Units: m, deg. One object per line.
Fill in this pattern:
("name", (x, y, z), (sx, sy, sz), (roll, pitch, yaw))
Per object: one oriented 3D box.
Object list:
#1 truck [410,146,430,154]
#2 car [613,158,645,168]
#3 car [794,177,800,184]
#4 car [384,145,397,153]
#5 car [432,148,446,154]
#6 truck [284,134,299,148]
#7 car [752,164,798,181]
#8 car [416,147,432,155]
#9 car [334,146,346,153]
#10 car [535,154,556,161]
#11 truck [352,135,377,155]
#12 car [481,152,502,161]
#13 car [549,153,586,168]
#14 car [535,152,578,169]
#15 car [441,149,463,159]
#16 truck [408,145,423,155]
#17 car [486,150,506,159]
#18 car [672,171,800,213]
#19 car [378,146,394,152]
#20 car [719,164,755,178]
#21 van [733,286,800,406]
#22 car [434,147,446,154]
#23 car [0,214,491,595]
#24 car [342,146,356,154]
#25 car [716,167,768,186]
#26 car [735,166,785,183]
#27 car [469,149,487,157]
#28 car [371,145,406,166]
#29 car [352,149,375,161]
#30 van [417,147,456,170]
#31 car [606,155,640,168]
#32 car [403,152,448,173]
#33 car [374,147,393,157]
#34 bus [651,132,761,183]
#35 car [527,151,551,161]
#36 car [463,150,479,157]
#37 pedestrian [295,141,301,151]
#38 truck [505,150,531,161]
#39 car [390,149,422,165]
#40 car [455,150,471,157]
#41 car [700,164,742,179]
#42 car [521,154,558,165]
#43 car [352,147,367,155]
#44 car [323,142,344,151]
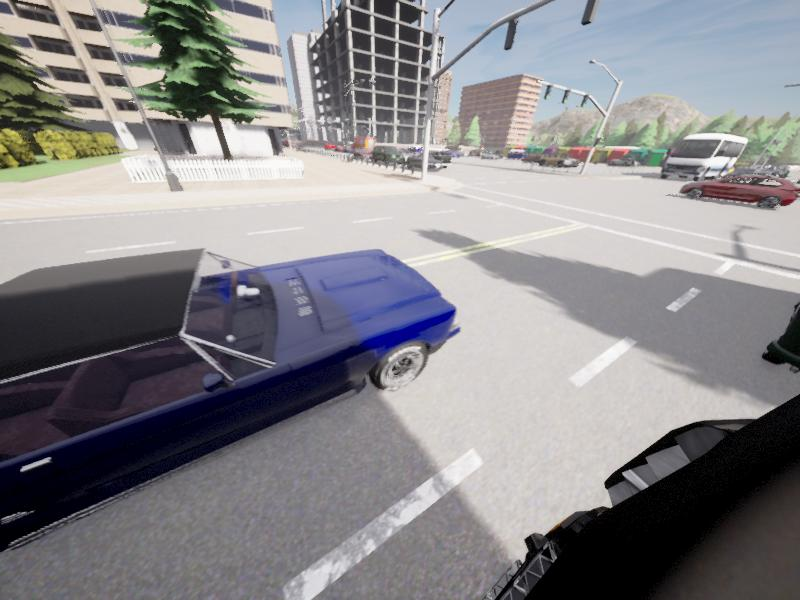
("truck", (6.872, -51.935, 79.833), (6.274, 2.098, 2.390), (-17, 38, -26))
("car", (45.594, -27.418, 46.119), (1.970, 1.475, 3.806), (-16, 38, -26))
("car", (49.552, -14.603, 27.308), (4.856, 1.649, 2.033), (-16, 38, -24))
("car", (-3.012, -48.195, 73.839), (3.866, 1.878, 1.905), (-17, 38, -26))
("car", (15.140, -57.969, 89.866), (5.366, 1.575, 1.801), (-17, 38, -26))
("truck", (-38.377, -55.901, 81.459), (2.891, 3.827, 8.468), (-16, 38, -26))
("car", (49.684, -16.927, 30.633), (4.553, 1.767, 2.097), (-15, 38, -24))
("car", (6.609, -41.283, 63.935), (1.932, 1.855, 4.605), (-16, 38, -26))
("car", (-16.233, -40.741, 62.410), (1.970, 1.475, 3.806), (-16, 38, -26))
("car", (36.862, -36.115, 58.498), (1.784, 1.438, 3.905), (-16, 38, -26))
("truck", (-8.812, -38.352, 57.114), (2.891, 3.827, 8.468), (-16, 38, -26))
("car", (19.735, -31.073, 49.952), (1.970, 1.475, 3.806), (-16, 38, -26))
("car", (26.117, -21.913, 36.246), (1.905, 1.878, 3.866), (-16, 38, -26))
("car", (23.584, -21.211, 35.034), (1.932, 1.855, 4.605), (-16, 38, -26))
("car", (11.654, -32.907, 52.053), (2.242, 1.667, 4.611), (-16, 38, -26))
("truck", (4.141, -40.595, 62.583), (2.069, 2.038, 4.478), (-16, 38, -26))
("car", (24.052, -36.648, 58.116), (1.905, 1.878, 3.866), (-16, 38, -26))
("car", (19.113, -6.303, 13.138), (1.816, 1.474, 4.193), (-18, 39, -28))
("car", (-4.777, -52.181, 79.691), (4.974, 1.542, 2.038), (-17, 38, -26))
("car", (49.330, -18.971, 33.830), (3.988, 1.617, 1.851), (-15, 38, -24))
("van", (6.424, -0.032, 2.519), (4.442, 1.987, 1.775), (-15, 38, -25))
("car", (15.030, -55.480, 85.848), (3.866, 1.878, 1.905), (-17, 38, -26))
("car", (-1.729, 0.351, 2.056), (4.718, 1.301, 1.895), (-16, 38, -26))
("car", (-12.686, -37.239, 57.403), (1.970, 1.475, 3.806), (-16, 38, -26))
("car", (35.745, -12.992, 24.151), (4.892, 1.490, 1.837), (-16, 38, -25))
("car", (42.825, -14.937, 27.486), (4.902, 1.511, 2.128), (-15, 38, -24))
("car", (22.007, -41.667, 65.475), (1.932, 1.855, 4.605), (-16, 38, -26))
("car", (-1.631, -18.854, 30.058), (2.150, 2.045, 5.566), (-16, 38, -26))
("car", (-5.780, -22.689, 36.067), (1.812, 1.442, 4.674), (-16, 38, -26))
("van", (4.231, -16.939, 27.576), (2.069, 2.038, 4.480), (-16, 38, -26))
("car", (43.090, -26.891, 44.744), (1.905, 1.878, 3.866), (-16, 38, -26))
("car", (2.545, -14.498, 24.301), (2.128, 1.511, 4.902), (-16, 38, -26))
("car", (-3.674, -32.314, 50.411), (2.152, 1.651, 5.027), (-16, 38, -26))
("bus", (34.022, -15.793, 25.747), (10.273, 4.253, 3.944), (-16, 38, -25))
("car", (34.329, -35.589, 57.176), (1.932, 1.855, 4.605), (-16, 38, -26))
("car", (19.701, -40.789, 64.398), (1.784, 1.438, 3.905), (-16, 38, -26))
("pedestrian", (-24.152, -36.456, 54.777), (0.751, 1.860, 0.751), (-19, 39, -28))
("truck", (27.246, -33.563, 53.535), (2.069, 2.038, 4.478), (-16, 38, -26))
("car", (0.753, -20.213, 32.576), (2.242, 1.667, 4.611), (-17, 38, -26))
("car", (17.193, -40.031, 63.166), (1.970, 1.475, 3.806), (-16, 38, -26))
("car", (42.677, -17.124, 30.717), (5.008, 1.535, 1.882), (-15, 38, -24))
("car", (25.246, -25.605, 42.122), (2.033, 1.415, 5.357), (-16, 38, -26))
("car", (-9.192, -33.827, 52.453), (1.970, 1.475, 3.806), (-16, 38, -26))
("car", (-19.670, -45.517, 68.642), (5.566, 2.045, 2.150), (-17, 38, -26))
